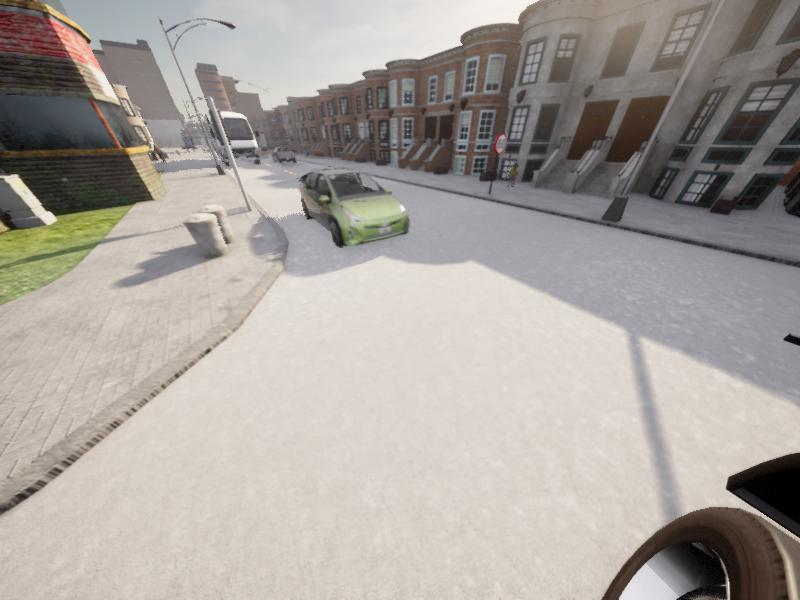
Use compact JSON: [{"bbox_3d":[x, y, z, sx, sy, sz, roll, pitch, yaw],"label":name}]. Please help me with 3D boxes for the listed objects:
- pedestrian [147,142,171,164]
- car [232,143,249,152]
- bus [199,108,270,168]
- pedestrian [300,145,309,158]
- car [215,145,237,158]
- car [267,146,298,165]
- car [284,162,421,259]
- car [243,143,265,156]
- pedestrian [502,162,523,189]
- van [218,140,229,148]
[{"bbox_3d":[-24.216,-14.787,23.263,0.751,1.860,0.751,17,39,23],"label":"pedestrian"},{"bbox_3d":[-32.777,-31.402,47.465,1.970,1.475,3.806,-23,41,-29],"label":"car"},{"bbox_3d":[-17.651,-16.890,24.337,3.944,4.253,10.273,-23,41,-29],"label":"bus"},{"bbox_3d":[-12.580,-19.639,30.535,0.751,1.300,0.751,-14,37,-19],"label":"pedestrian"},{"bbox_3d":[-25.347,-21.679,33.591,1.837,1.490,4.892,-23,41,-29],"label":"car"},{"bbox_3d":[-12.683,-15.658,24.911,1.845,1.501,3.633,-23,41,-29],"label":"car"},{"bbox_3d":[-1.616,-2.951,6.787,2.007,1.525,4.514,-22,40,-27],"label":"car"},{"bbox_3d":[-23.410,-24.099,36.933,1.801,1.575,5.366,-23,41,-29],"label":"car"},{"bbox_3d":[5.572,-6.164,11.436,0.500,1.100,0.500,-28,44,-33],"label":"pedestrian"},{"bbox_3d":[-57.167,-50.561,74.753,2.069,2.038,4.480,-23,41,-29],"label":"van"}]
